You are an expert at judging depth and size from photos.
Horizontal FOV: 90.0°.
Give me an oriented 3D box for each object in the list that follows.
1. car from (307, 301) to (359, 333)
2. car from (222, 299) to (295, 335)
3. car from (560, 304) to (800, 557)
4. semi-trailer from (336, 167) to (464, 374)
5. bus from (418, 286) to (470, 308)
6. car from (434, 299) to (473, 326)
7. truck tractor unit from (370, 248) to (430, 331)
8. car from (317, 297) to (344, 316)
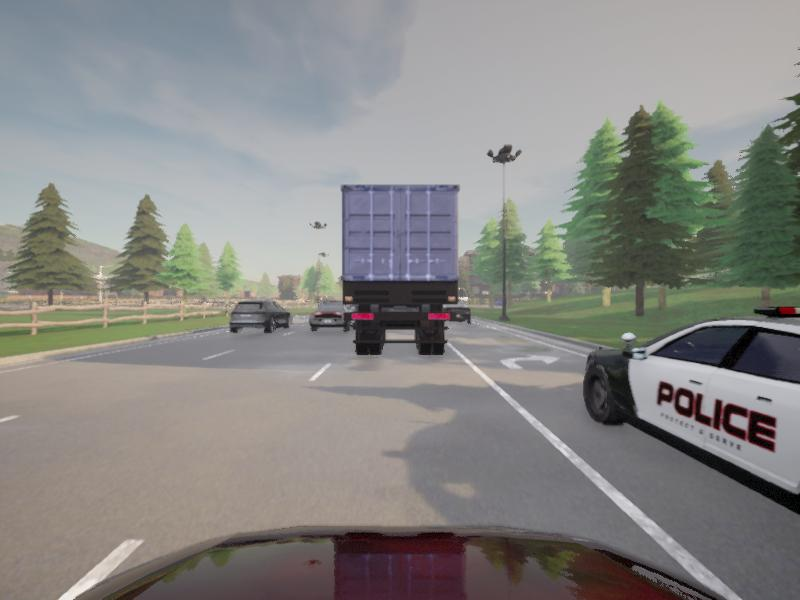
[{"bbox_3d":[-3.500,0.821,21.857,2.038,1.542,4.974,0,0,0],"label":"car"},{"bbox_3d":[-7.001,0.770,20.408,2.033,1.649,4.856,0,0,0],"label":"car"},{"bbox_3d":[3.500,0.825,3.713,2.038,1.542,4.974,0,0,0],"label":"car"},{"bbox_3d":[-0.001,-0.626,15.650,2.717,4.402,14.254,0,0,0],"label":"semi-trailer"},{"bbox_3d":[8.855,-0.565,81.536,10.273,4.253,3.944,0,0,0],"label":"bus"},{"bbox_3d":[3.497,0.761,26.946,1.930,1.638,5.238,0,0,0],"label":"car"},{"bbox_3d":[-0.013,-0.532,23.568,3.053,4.208,6.516,0,0,0],"label":"truck tractor unit"},{"bbox_3d":[-7.004,0.636,40.768,1.932,1.855,4.605,0,0,0],"label":"car"}]
